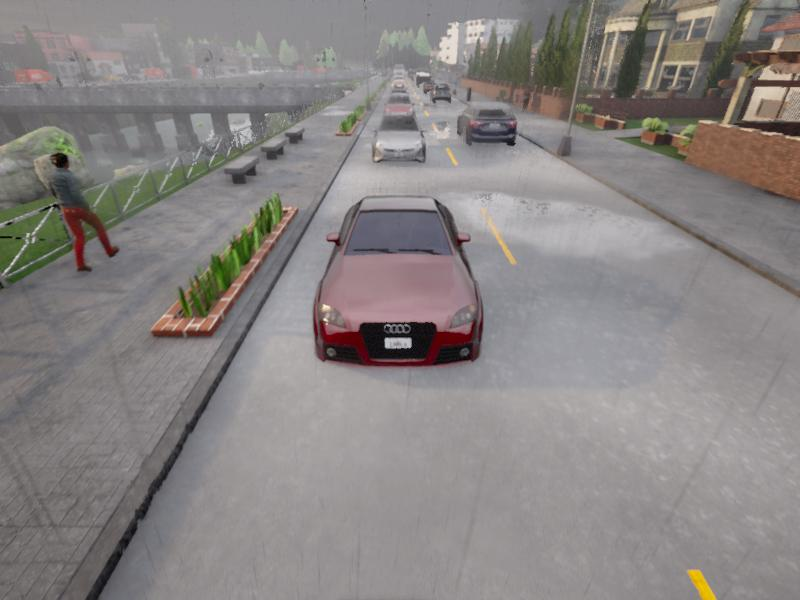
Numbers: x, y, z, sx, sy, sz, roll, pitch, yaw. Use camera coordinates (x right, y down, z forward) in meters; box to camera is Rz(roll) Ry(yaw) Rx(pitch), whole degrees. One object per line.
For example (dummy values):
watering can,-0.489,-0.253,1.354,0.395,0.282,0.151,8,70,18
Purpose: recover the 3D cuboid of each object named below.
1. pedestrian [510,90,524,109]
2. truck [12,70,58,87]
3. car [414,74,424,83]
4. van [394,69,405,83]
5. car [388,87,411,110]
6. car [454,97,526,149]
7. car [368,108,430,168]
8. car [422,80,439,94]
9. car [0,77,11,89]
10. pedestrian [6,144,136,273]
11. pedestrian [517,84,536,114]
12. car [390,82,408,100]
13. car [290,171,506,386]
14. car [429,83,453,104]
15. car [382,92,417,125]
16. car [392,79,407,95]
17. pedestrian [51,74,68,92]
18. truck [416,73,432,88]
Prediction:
pedestrian,9.245,-15.918,31.692,0.751,1.300,0.751,0,30,0
truck,-61.796,-37.641,67.895,2.627,2.467,5.204,0,30,0
car,3.872,-46.149,83.410,1.801,1.575,5.366,0,30,0
van,-0.131,-47.298,84.487,2.351,2.431,6.366,0,30,0
car,-0.058,-16.933,33.504,1.816,1.474,4.193,0,30,0
car,3.958,-8.314,18.571,2.242,1.667,4.611,0,30,0
car,-0.034,-6.314,15.291,2.007,1.525,4.514,0,30,0
car,3.914,-27.380,51.376,1.816,1.474,4.193,0,30,0
car,-61.780,-32.723,60.417,1.851,1.617,3.988,0,30,0
pedestrian,-5.095,-1.428,6.346,0.751,1.860,0.751,0,30,0
pedestrian,8.808,-14.024,27.897,0.751,1.860,0.751,-2,30,-3
car,-0.073,-22.299,42.629,1.845,1.501,3.633,0,30,0
car,-0.021,-0.702,5.849,1.994,1.385,4.181,0,30,0
car,3.935,-20.110,38.809,1.851,1.617,3.988,0,30,0
car,-0.047,-12.191,25.343,2.007,1.525,4.514,0,30,0
car,-0.084,-27.192,50.988,1.882,1.535,5.008,0,30,0
pedestrian,-42.095,-26.827,49.493,0.751,1.860,0.751,3,30,5
truck,3.896,-36.274,65.967,2.390,2.098,6.274,0,30,0
